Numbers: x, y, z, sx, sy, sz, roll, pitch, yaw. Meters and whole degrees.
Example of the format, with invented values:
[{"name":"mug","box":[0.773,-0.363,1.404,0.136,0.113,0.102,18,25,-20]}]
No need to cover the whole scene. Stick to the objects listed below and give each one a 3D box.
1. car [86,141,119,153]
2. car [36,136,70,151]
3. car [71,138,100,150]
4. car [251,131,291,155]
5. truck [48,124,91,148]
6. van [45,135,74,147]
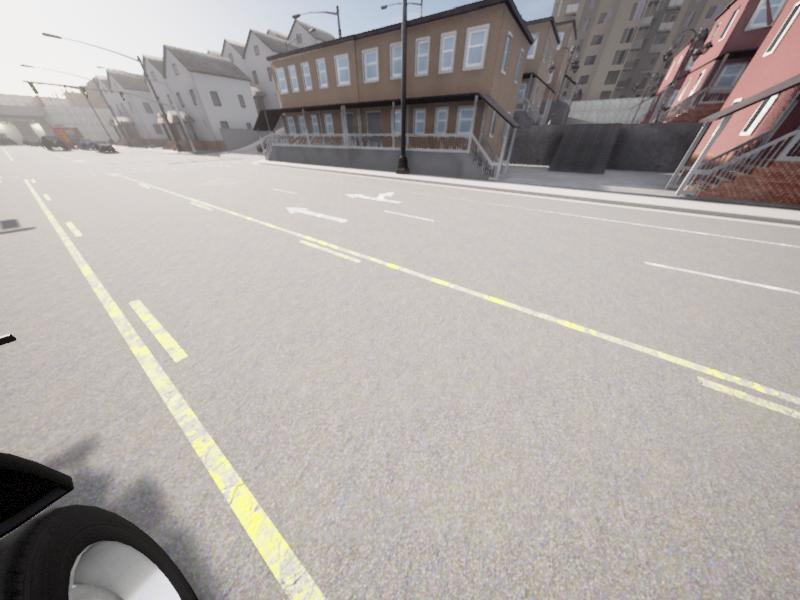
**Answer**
[{"name":"car","box":[-46.096,-23.702,35.770,5.357,1.411,2.033,22,41,28]},{"name":"car","box":[-60.587,-27.442,40.357,5.566,2.045,2.150,22,40,28]},{"name":"car","box":[-57.039,-28.348,41.892,4.553,1.767,2.097,22,41,28]},{"name":"car","box":[-19.223,-23.602,34.638,1.882,1.535,5.008,21,56,27]},{"name":"truck","box":[-68.263,-33.779,47.709,8.468,3.827,2.891,22,41,28]},{"name":"van","box":[-79.351,-37.047,53.817,4.480,2.038,2.069,16,37,19]}]
